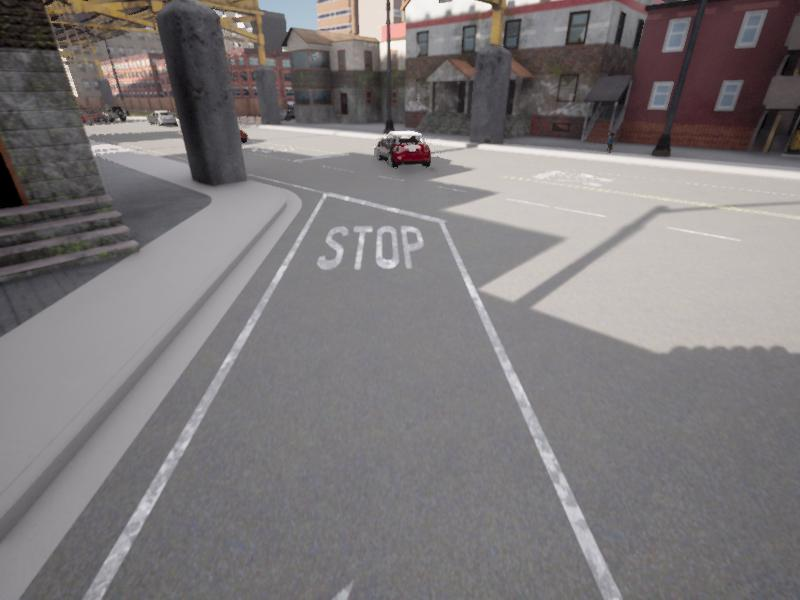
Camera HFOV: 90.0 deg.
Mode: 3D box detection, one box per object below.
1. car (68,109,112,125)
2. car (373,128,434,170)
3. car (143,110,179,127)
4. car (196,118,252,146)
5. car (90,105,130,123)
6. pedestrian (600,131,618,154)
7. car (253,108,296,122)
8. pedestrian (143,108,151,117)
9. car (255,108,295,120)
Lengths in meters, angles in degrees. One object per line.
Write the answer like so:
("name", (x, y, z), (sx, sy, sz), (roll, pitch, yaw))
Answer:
("car", (-36.325, -21.470, 46.818), (5.008, 1.535, 1.882), (15, 31, 27))
("car", (0.063, -7.468, 19.570), (1.970, 1.475, 3.806), (-8, 28, -14))
("car", (-26.144, -19.877, 43.772), (3.806, 1.475, 1.970), (22, 34, 36))
("car", (-12.385, -11.827, 28.077), (4.193, 1.474, 1.816), (23, 35, 38))
("car", (-36.217, -23.324, 50.041), (3.866, 1.878, 1.905), (12, 30, 23))
("pedestrian", (11.254, -8.458, 21.523), (0.500, 1.100, 0.500), (21, 34, 35))
("car", (-15.651, -23.130, 49.981), (4.974, 1.542, 2.038), (-8, 28, -15))
("pedestrian", (-36.709, -27.174, 58.035), (0.500, 1.100, 0.500), (11, 29, 20))
("car", (-15.602, -23.277, 49.923), (4.536, 1.218, 1.853), (-8, 28, -15))
